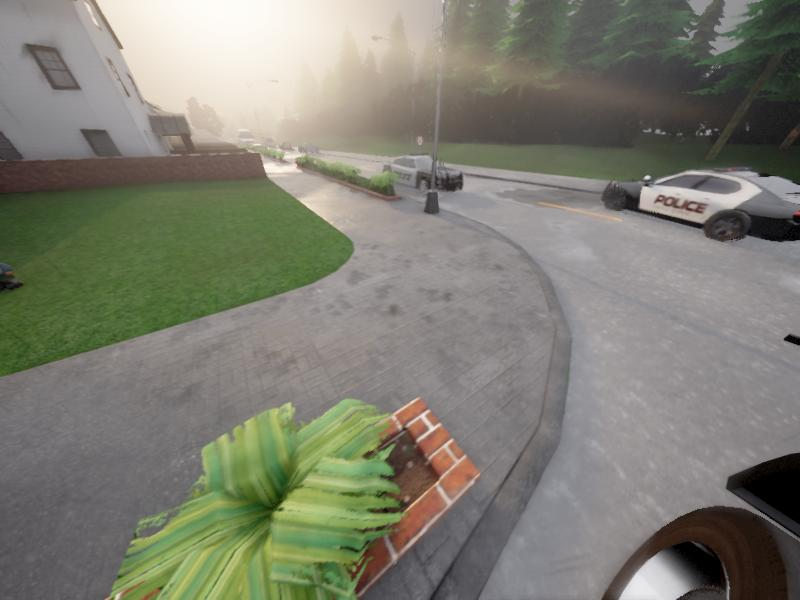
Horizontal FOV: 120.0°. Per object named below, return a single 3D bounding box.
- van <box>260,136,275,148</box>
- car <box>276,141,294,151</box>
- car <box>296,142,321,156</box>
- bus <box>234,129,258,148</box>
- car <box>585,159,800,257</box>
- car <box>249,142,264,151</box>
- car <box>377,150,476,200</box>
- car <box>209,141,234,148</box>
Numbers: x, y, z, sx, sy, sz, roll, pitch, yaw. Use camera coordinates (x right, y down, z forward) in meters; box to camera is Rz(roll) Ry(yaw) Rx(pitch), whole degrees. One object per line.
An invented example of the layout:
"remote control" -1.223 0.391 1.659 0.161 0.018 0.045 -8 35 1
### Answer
"van" -35.644 -42.568 62.252 1.988 2.561 5.915 -21 40 -27
"car" -24.092 -32.251 48.372 2.033 1.649 4.856 -21 40 -27
"car" -14.545 -24.046 36.675 2.152 1.651 5.027 -21 40 -27
"bus" -45.540 -47.712 68.165 3.944 4.253 10.273 -21 40 -27
"car" 8.831 -3.125 6.930 2.038 1.542 4.974 -6 35 -7
"car" -34.044 -36.533 54.769 2.152 1.651 5.027 -21 40 -27
"car" 1.020 -6.528 11.718 1.930 1.638 5.238 -21 40 -27
"car" -49.991 -43.771 64.940 2.033 1.415 5.357 9 36 13
